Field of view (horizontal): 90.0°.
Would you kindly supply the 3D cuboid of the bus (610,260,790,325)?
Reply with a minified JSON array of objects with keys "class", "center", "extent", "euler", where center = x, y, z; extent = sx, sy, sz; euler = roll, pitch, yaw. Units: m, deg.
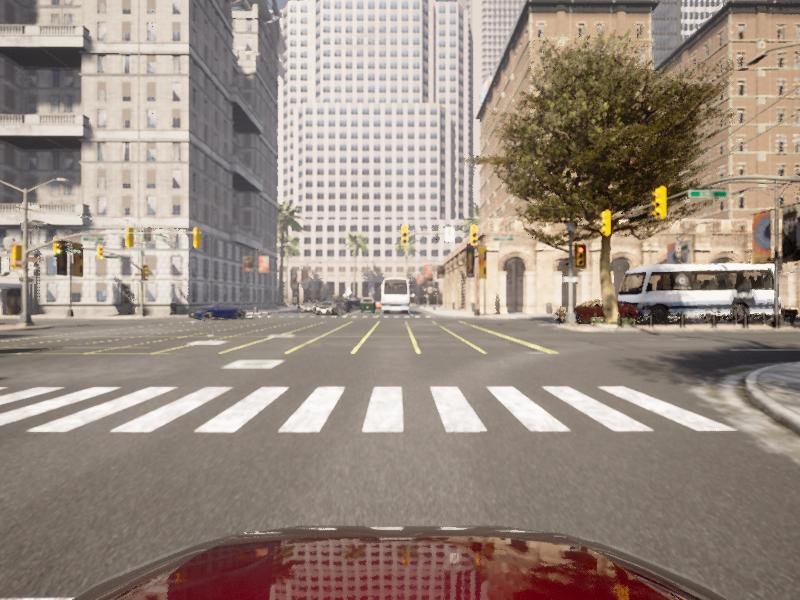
[{"class":"bus","center":[21.639,-0.507,29.460],"extent":[10.273,4.253,3.944],"euler":[-1,0,0]}]

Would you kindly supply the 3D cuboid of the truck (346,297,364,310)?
[{"class":"truck","center":[-7.612,0.610,68.717],"extent":[2.390,2.098,6.274],"euler":[0,0,0]}]

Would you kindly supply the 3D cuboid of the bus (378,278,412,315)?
[{"class":"bus","center":[-0.664,-0.472,51.203],"extent":[3.944,4.253,10.273],"euler":[0,0,-1]}]

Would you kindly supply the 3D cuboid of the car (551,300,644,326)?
[{"class":"car","center":[12.753,0.811,26.098],"extent":[5.027,1.651,2.152],"euler":[0,0,0]}]

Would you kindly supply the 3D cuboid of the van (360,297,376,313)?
[{"class":"van","center":[-4.053,0.658,51.821],"extent":[1.775,1.987,4.442],"euler":[0,0,-1]}]

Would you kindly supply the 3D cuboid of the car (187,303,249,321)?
[{"class":"car","center":[-14.902,0.944,32.828],"extent":[1.994,1.385,4.181],"euler":[0,0,42]}]

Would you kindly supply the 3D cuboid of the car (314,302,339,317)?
[{"class":"car","center":[-7.441,0.900,40.845],"extent":[1.970,1.475,3.806],"euler":[0,0,-1]}]

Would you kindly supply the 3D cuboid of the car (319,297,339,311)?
[{"class":"car","center":[-11.112,0.640,62.846],"extent":[2.150,2.045,5.566],"euler":[0,0,0]}]

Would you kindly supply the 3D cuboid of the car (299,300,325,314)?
[{"class":"car","center":[-11.034,0.838,50.584],"extent":[2.152,1.651,5.027],"euler":[0,0,0]}]

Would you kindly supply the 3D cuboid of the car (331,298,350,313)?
[{"class":"car","center":[-7.546,0.703,51.350],"extent":[1.905,1.878,3.866],"euler":[0,0,-1]}]
